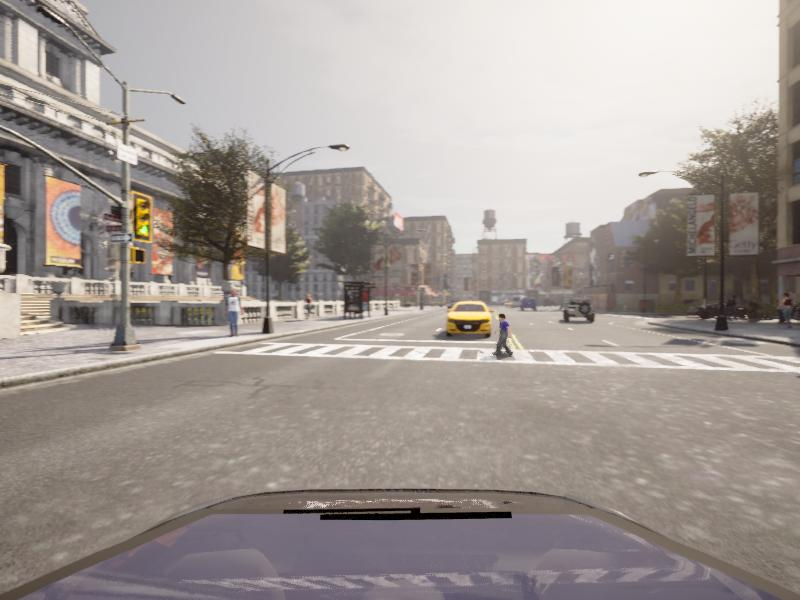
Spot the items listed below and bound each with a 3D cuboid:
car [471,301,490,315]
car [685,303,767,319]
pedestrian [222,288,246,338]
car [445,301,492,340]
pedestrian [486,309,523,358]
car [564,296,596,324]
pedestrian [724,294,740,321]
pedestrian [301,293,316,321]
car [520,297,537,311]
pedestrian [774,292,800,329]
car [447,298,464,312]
[{"bbox_3d":[9.365,0.843,46.462,2.007,1.525,4.514,0,0,13],"label":"car"},{"bbox_3d":[28.942,0.950,35.717,5.357,1.411,2.033,0,0,13],"label":"car"},{"bbox_3d":[-6.333,0.470,15.282,0.751,1.860,0.751,0,0,-14],"label":"pedestrian"},{"bbox_3d":[3.286,0.828,18.713,1.882,1.535,5.008,0,0,12],"label":"car"},{"bbox_3d":[2.914,0.922,11.218,0.751,1.300,0.751,0,0,-9],"label":"pedestrian"},{"bbox_3d":[13.227,0.677,29.646,1.932,1.855,4.605,0,0,21],"label":"car"},{"bbox_3d":[23.954,0.531,28.847,0.751,1.860,0.751,0,0,30],"label":"pedestrian"},{"bbox_3d":[-6.218,0.469,27.163,0.751,1.860,0.751,0,0,20],"label":"pedestrian"},{"bbox_3d":[20.152,0.603,62.823,2.150,2.045,5.566,0,0,14],"label":"car"},{"bbox_3d":[19.734,0.523,20.373,0.751,1.860,0.751,0,0,11],"label":"pedestrian"},{"bbox_3d":[7.643,0.661,54.868,1.932,1.855,4.605,0,0,13],"label":"car"}]
